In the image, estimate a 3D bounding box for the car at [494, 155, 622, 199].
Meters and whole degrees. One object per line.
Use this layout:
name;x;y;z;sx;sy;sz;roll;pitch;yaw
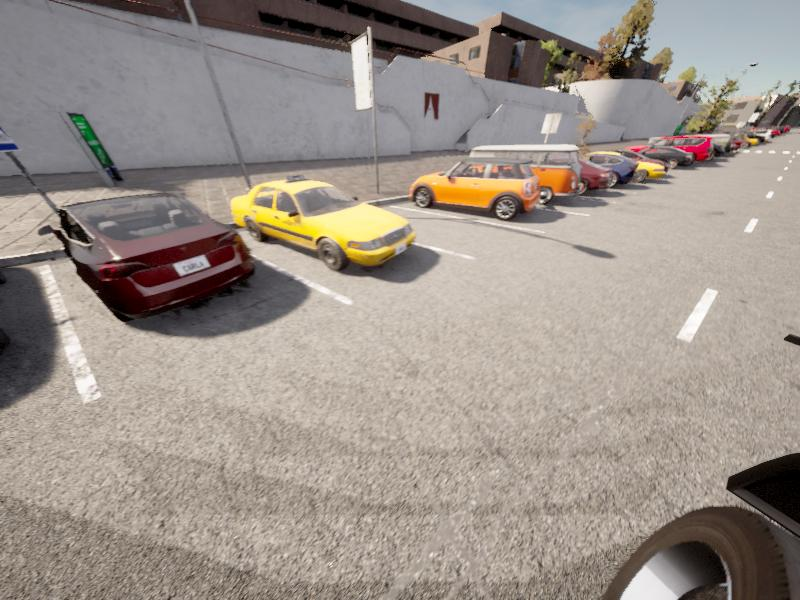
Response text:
car;7.438;-6.154;11.309;4.674;1.452;2.002;21;41;29

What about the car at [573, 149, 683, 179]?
car;14.797;-9.192;15.440;4.792;1.488;2.163;21;40;29

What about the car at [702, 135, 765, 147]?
car;53.818;-25.775;37.488;5.366;1.575;1.946;21;41;29

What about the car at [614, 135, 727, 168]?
car;22.072;-12.505;19.425;5.566;2.045;2.435;21;41;29

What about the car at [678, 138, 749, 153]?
car;39.249;-19.471;29.151;4.792;1.488;2.163;21;41;29

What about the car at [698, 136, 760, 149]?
car;49.081;-23.612;34.658;4.792;1.488;2.163;21;41;29

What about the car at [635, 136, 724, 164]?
car;24.642;-13.471;20.745;4.442;1.987;1.878;21;41;29

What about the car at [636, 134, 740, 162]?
car;27.012;-14.549;22.141;5.566;2.045;2.435;21;41;29

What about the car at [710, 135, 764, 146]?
car;56.431;-26.728;38.805;4.674;1.452;2.002;21;41;29

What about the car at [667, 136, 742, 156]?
car;34.341;-17.529;26.312;4.553;1.767;2.185;21;41;29

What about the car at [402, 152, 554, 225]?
car;2.568;-4.278;8.425;4.553;1.767;2.185;21;40;29

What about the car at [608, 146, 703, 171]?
car;19.662;-11.233;18.206;4.674;1.452;2.002;21;41;29

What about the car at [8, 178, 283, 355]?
car;-4.810;-1.185;4.362;4.792;1.488;2.163;21;40;29

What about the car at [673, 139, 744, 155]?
car;36.765;-18.430;27.787;4.674;1.452;2.002;21;41;29

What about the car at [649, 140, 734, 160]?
car;29.438;-15.375;23.660;4.892;1.521;2.231;21;41;29

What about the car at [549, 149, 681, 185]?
car;12.482;-8.156;13.970;5.366;1.575;1.946;21;40;29

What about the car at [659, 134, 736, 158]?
car;31.774;-16.627;24.956;4.442;1.987;1.878;21;41;29

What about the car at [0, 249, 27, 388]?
car;-7.075;-0.154;2.851;5.366;1.575;1.946;21;40;29

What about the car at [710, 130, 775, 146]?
car;58.914;-27.999;39.998;5.566;2.045;2.435;21;41;29

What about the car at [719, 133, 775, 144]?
car;63.962;-29.847;42.797;5.366;1.575;1.946;21;41;29

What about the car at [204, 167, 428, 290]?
car;-2.188;-2.139;5.639;5.366;1.575;1.946;21;40;29

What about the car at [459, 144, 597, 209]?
car;5.092;-5.337;9.725;4.442;1.987;1.878;21;40;29

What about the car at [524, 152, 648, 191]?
car;9.854;-7.178;12.704;4.792;1.488;2.163;21;41;29

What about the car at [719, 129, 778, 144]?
car;66.238;-31.169;44.116;5.566;2.045;2.435;21;41;29
